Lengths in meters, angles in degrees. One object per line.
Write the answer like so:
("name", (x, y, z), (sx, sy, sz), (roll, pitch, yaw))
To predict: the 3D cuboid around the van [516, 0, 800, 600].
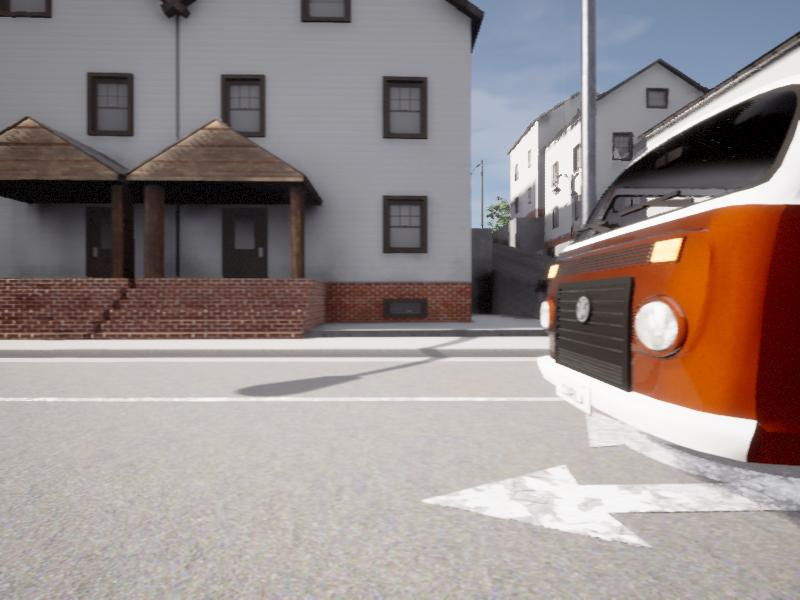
("van", (3.187, -0.029, 2.204), (4.480, 2.038, 2.069), (0, 0, 0))
